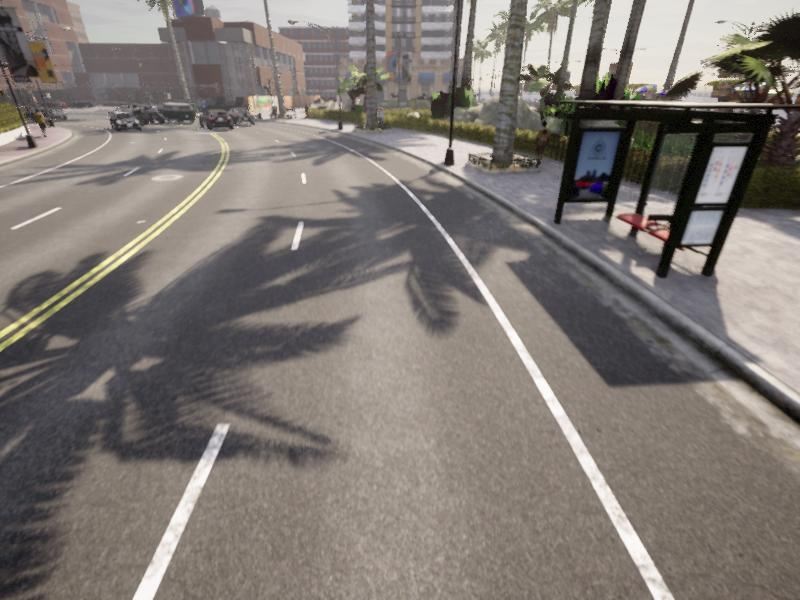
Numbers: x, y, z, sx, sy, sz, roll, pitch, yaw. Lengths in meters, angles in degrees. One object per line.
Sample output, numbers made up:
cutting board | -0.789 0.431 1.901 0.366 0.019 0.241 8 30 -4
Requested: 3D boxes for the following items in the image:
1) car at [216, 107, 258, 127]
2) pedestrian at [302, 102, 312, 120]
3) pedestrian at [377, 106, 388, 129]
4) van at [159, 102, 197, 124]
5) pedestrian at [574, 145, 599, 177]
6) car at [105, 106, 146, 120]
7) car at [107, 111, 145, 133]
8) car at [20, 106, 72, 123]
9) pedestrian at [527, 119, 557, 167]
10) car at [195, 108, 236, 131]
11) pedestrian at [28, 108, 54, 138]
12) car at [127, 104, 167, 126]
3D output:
car | -17.143 -19.296 41.981 2.152 1.651 5.027 -21 34 -35
pedestrian | -11.153 -22.680 47.943 0.751 1.860 0.751 -24 36 -39
pedestrian | -1.578 -16.367 35.820 0.751 1.860 0.751 -13 30 -24
van | -24.268 -20.416 43.681 4.442 1.987 1.775 22 34 36
pedestrian | 7.182 -5.360 15.436 0.500 1.100 0.500 -5 28 -10
car | -33.803 -22.991 49.243 4.181 1.385 1.994 12 30 22
car | -23.690 -15.401 34.537 1.970 1.475 3.806 -20 34 -34
car | -39.596 -20.790 44.787 4.892 1.490 1.837 10 28 18
pedestrian | 6.198 -6.865 17.510 0.751 1.860 0.751 -2 27 -4
car | -17.080 -16.721 36.944 2.242 1.667 4.611 -18 32 -31
pedestrian | -24.539 -12.105 27.348 0.751 1.860 0.751 -18 32 -31
car | -25.979 -19.034 41.093 3.866 1.878 1.905 22 34 35
